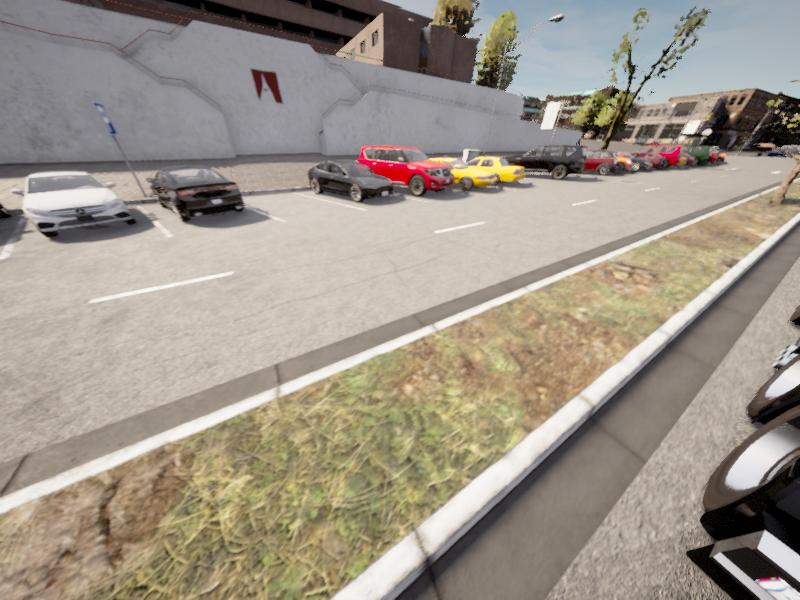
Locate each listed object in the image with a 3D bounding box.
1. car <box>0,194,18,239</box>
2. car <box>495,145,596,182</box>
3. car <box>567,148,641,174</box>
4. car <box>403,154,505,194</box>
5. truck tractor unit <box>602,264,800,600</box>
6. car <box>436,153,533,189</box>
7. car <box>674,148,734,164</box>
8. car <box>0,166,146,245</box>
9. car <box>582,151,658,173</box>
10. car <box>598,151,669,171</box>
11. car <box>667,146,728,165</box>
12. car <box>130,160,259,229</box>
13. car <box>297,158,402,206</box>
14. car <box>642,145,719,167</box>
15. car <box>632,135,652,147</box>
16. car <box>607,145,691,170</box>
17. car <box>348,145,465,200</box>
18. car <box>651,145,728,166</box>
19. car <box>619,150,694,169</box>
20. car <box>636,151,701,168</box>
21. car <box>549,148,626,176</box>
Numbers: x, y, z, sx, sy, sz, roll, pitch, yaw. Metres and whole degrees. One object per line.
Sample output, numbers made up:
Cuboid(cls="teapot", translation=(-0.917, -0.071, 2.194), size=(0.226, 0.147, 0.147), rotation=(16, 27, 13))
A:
Cuboid(cls="car", translation=(-12.911, -2.571, 6.032), size=(4.553, 1.767, 2.185), rotation=(25, 41, 32))
Cuboid(cls="car", translation=(10.489, -10.253, 17.100), size=(5.566, 2.045, 2.435), rotation=(25, 42, 32))
Cuboid(cls="car", translation=(18.294, -12.653, 20.916), size=(4.553, 1.767, 2.185), rotation=(25, 41, 32))
Cuboid(cls="car", translation=(2.861, -7.457, 13.410), size=(5.366, 1.575, 1.946), rotation=(25, 41, 32))
Cuboid(cls="truck tractor unit", translation=(5.108, -0.304, 0.783), size=(6.516, 4.208, 3.053), rotation=(-18, 39, -24))
Cuboid(cls="car", translation=(5.171, -8.429, 14.843), size=(5.366, 1.575, 1.946), rotation=(25, 42, 32))
Cuboid(cls="car", translation=(41.835, -20.017, 32.051), size=(4.553, 1.767, 2.185), rotation=(26, 42, 33))
Cuboid(cls="car", translation=(-10.288, -3.265, 7.349), size=(4.674, 1.452, 2.002), rotation=(25, 41, 32))
Cuboid(cls="car", translation=(20.914, -13.368, 22.221), size=(4.892, 1.521, 2.231), rotation=(25, 41, 32))
Cuboid(cls="car", translation=(23.491, -14.177, 23.491), size=(4.792, 1.488, 2.163), rotation=(25, 42, 32))
Cuboid(cls="car", translation=(39.270, -19.267, 30.734), size=(4.442, 1.987, 1.878), rotation=(26, 41, 33))
Cuboid(cls="car", translation=(-7.683, -4.137, 8.556), size=(5.008, 1.535, 2.097), rotation=(25, 42, 32))
Cuboid(cls="car", translation=(-2.460, -5.800, 11.037), size=(4.792, 1.488, 2.163), rotation=(25, 41, 32))
Cuboid(cls="car", translation=(33.917, -17.706, 28.321), size=(5.566, 2.045, 2.435), rotation=(26, 42, 32))
Cuboid(cls="car", translation=(57.977, -38.192, 55.408), size=(2.435, 2.045, 5.566), rotation=(31, 44, 28))
Cuboid(cls="car", translation=(26.095, -15.236, 24.584), size=(5.566, 2.045, 2.435), rotation=(25, 42, 32))
Cuboid(cls="car", translation=(0.141, -6.877, 12.119), size=(5.566, 2.045, 2.435), rotation=(25, 41, 32))
Cuboid(cls="car", translation=(36.583, -18.508, 29.536), size=(5.566, 2.045, 2.435), rotation=(26, 41, 32))
Cuboid(cls="car", translation=(28.578, -15.913, 26.055), size=(5.366, 1.575, 1.946), rotation=(25, 42, 32))
Cuboid(cls="car", translation=(31.328, -16.631, 27.223), size=(4.674, 1.452, 2.002), rotation=(25, 42, 32))
Cuboid(cls="car", translation=(15.739, -11.796, 19.630), size=(4.553, 1.767, 2.185), rotation=(25, 42, 32))
